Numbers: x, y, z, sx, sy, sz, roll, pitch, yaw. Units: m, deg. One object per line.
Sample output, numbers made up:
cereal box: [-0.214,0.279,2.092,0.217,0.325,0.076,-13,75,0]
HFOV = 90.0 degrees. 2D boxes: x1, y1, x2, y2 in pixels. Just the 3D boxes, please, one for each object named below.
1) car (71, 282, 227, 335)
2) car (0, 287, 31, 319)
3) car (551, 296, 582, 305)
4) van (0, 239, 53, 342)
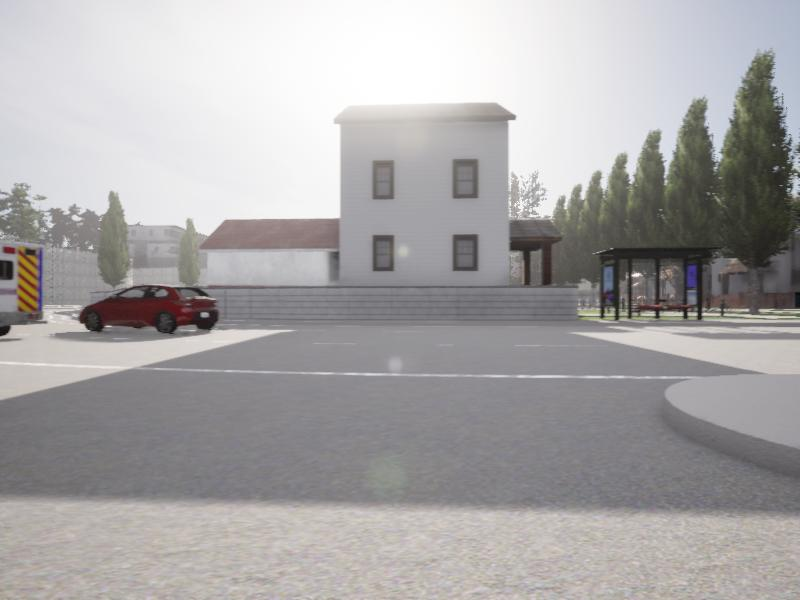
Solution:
car: [-7.816,0.252,12.547,4.193,1.474,1.816,0,0,16]
car: [-22.122,0.169,22.460,1.930,1.638,5.238,0,0,-44]
car: [29.059,0.157,69.703,4.974,1.542,2.038,0,0,-24]
van: [-12.470,-0.222,10.428,6.366,2.431,2.351,0,0,20]
